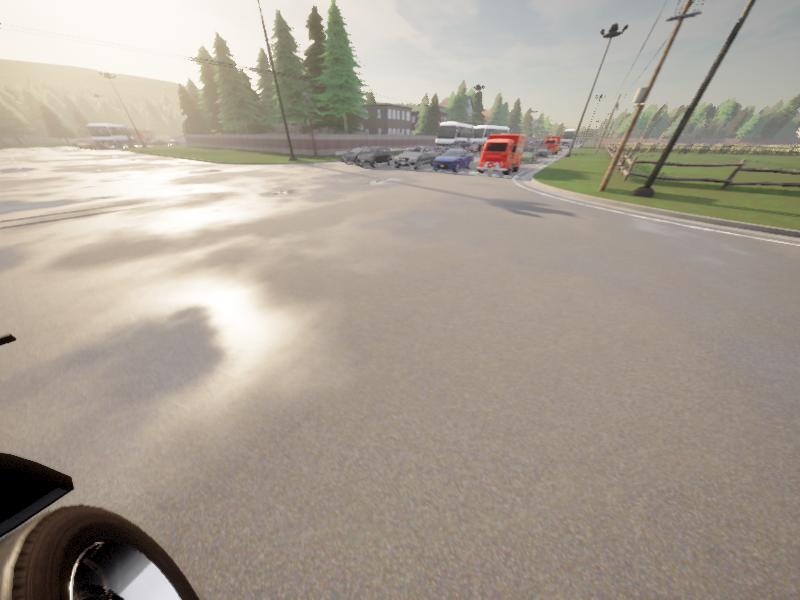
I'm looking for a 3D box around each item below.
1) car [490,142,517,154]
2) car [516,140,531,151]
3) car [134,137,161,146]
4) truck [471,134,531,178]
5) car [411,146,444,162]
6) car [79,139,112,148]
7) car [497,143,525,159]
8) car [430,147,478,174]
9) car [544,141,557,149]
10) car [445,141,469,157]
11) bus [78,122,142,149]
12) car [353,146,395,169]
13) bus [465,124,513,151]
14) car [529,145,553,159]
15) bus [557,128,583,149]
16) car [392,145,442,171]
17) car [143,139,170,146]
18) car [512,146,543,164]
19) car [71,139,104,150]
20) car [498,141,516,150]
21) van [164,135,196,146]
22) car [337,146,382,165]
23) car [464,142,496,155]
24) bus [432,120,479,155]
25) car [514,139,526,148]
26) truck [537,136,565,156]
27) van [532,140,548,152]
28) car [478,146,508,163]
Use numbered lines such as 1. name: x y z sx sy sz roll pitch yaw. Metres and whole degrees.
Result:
1. car: 17.857 -26.142 39.698 2.242 1.667 4.611 30 45 35
2. car: 27.563 -34.505 51.456 1.905 1.878 3.866 22 40 28
3. car: -69.844 -43.934 64.028 1.932 1.855 4.605 5 35 6
4. truck: 7.695 -10.983 17.406 2.627 2.467 5.204 20 40 25
5. car: 3.349 -17.712 27.876 1.994 1.385 4.181 22 41 28
6. car: -69.328 -35.831 52.735 2.033 1.649 4.856 -7 36 -11
7. car: 15.428 -20.795 32.092 2.242 1.667 4.611 22 40 28
8. car: 4.536 -11.549 18.998 1.882 1.535 5.008 20 40 26
9. car: 39.898 -41.042 61.162 2.128 1.511 4.902 22 40 28
10. car: 8.419 -22.236 33.888 1.905 1.878 3.866 20 39 25
11. bus: -60.902 -34.845 49.138 3.944 4.253 10.273 -15 38 -21
12. car: -2.225 -12.938 20.902 1.789 1.549 3.705 19 39 25
13. bus: 18.591 -33.652 48.129 10.273 4.253 3.944 -26 43 -33
14. car: 19.798 -20.752 32.331 1.994 1.385 4.181 22 40 28
15. bus: 45.819 -43.401 62.180 3.944 4.253 10.273 22 40 28
16. car: 1.590 -12.651 20.464 2.152 1.651 5.027 20 40 26
17. car: -66.471 -42.989 63.062 2.163 1.488 4.792 2 35 3
18. car: 14.217 -16.182 25.662 2.007 1.525 4.514 22 40 28
19. car: -63.213 -31.574 46.838 1.801 1.575 5.366 -15 38 -21
20. car: 24.419 -35.282 52.764 2.152 1.651 5.027 24 41 30
21. van: -62.383 -45.440 65.741 2.351 2.431 6.366 6 36 8
22. car: -4.062 -15.070 24.004 1.812 1.442 4.674 21 40 26
23. car: 13.475 -25.580 38.866 4.611 1.667 2.242 -16 38 -21
24. bus: 9.488 -27.128 38.795 3.944 4.253 10.273 20 39 24
25. car: 32.310 -41.998 62.118 1.905 1.878 3.866 22 41 27
26. truck: 24.968 -25.492 38.140 2.627 2.467 5.204 22 41 28
27. van: 29.464 -32.572 48.644 1.775 1.987 4.442 22 41 28
28. car: 10.778 -16.856 26.632 1.970 1.475 3.806 22 41 28
